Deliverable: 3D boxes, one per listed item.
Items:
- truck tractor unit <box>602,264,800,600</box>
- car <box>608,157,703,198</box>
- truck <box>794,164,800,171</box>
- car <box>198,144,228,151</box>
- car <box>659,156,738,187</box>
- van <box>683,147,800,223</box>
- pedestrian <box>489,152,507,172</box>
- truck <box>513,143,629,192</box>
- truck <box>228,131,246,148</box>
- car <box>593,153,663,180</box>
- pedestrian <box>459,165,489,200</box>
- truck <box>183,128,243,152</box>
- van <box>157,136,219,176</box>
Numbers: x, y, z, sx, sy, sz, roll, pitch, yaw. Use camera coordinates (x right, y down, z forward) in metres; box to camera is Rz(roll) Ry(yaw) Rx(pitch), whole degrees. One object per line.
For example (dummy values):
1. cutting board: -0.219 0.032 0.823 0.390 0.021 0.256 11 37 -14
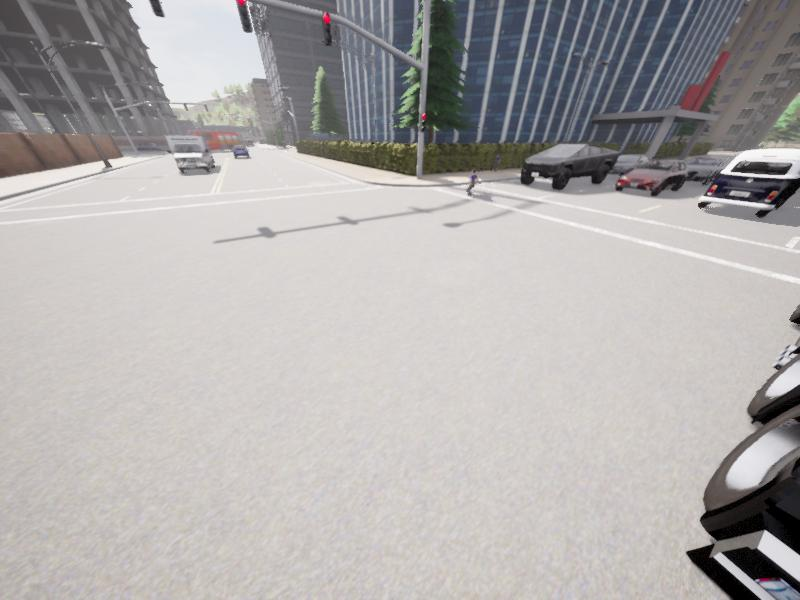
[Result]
1. truck tractor unit: 5.109 -0.302 0.784 6.516 4.208 3.053 -18 39 -24
2. car: 13.372 -6.508 12.118 4.193 1.474 1.816 -18 39 -24
3. truck: 40.296 -13.373 21.351 5.204 2.467 2.627 -19 39 -24
4. car: -40.217 -32.941 49.826 4.718 1.301 1.895 -19 39 -25
5. car: 19.429 -8.446 15.043 4.181 1.385 1.994 -19 39 -25
6. van: 13.840 -4.580 8.866 4.480 2.038 2.069 -18 39 -24
7. pedestrian: 7.581 -10.709 17.938 0.751 1.300 0.751 -18 39 -24
8. truck: 10.067 -7.997 13.681 6.274 2.098 2.390 -18 39 -24
9. truck: -47.229 -46.455 66.946 2.891 3.827 8.468 -18 39 -24
10. car: 16.873 -9.948 17.110 4.674 1.442 1.812 -18 39 -24
11. pedestrian: 3.363 -5.401 10.589 0.751 1.300 0.751 -20 40 -27
12. truck: -37.625 -32.525 47.042 8.468 3.827 2.891 -19 39 -25
13. van: -17.173 -12.133 19.189 2.351 2.431 6.366 -18 39 -24
